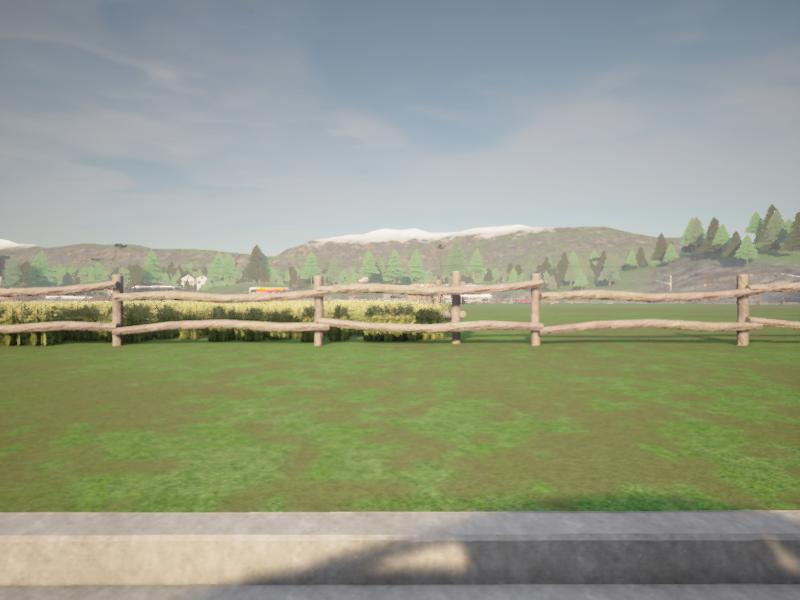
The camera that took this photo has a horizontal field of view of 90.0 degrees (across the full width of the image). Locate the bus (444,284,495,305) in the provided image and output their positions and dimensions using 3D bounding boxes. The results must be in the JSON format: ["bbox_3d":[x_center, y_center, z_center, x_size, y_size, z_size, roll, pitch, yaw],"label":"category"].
[{"bbox_3d":[14.629,-1.170,85.070,10.273,4.253,3.944,0,0,0],"label":"bus"}]

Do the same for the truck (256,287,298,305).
[{"bbox_3d":[-27.081,-0.860,88.239,8.468,3.827,2.891,0,0,0],"label":"truck"}]

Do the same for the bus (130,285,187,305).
[{"bbox_3d":[-53.143,-1.015,88.238,10.273,4.253,3.944,0,0,0],"label":"bus"}]

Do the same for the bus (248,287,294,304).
[{"bbox_3d":[-31.762,-1.064,98.843,10.273,4.253,3.944,0,0,0],"label":"bus"}]
